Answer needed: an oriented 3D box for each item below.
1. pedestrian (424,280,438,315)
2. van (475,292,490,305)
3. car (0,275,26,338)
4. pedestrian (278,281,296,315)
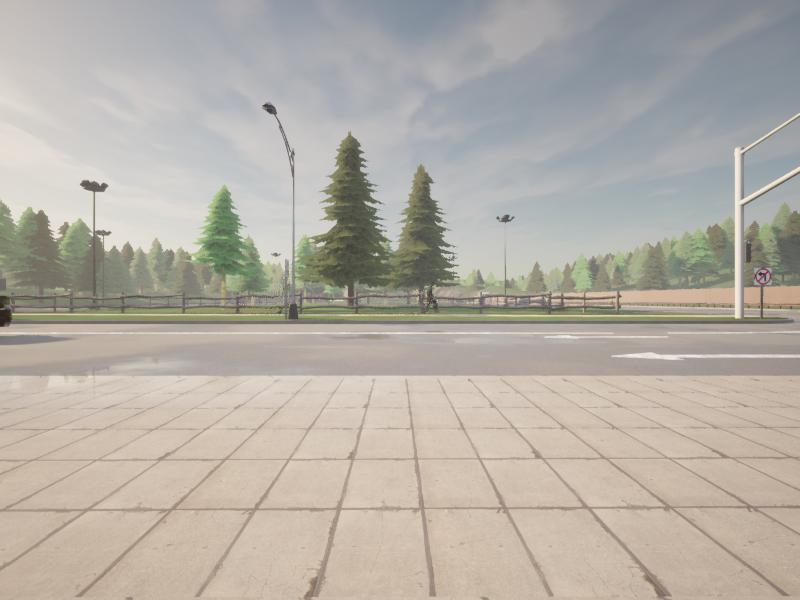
[{"bbox_3d":[1.694,-0.115,21.725,0.751,1.860,0.751,0,0,4],"label":"pedestrian"},{"bbox_3d":[17.353,-0.300,84.629,1.988,2.561,5.915,0,0,-1],"label":"van"},{"bbox_3d":[-13.033,0.171,10.176,5.238,1.638,1.930,0,0,0],"label":"car"},{"bbox_3d":[-6.334,-0.115,22.396,0.751,1.860,0.751,0,0,3],"label":"pedestrian"}]
